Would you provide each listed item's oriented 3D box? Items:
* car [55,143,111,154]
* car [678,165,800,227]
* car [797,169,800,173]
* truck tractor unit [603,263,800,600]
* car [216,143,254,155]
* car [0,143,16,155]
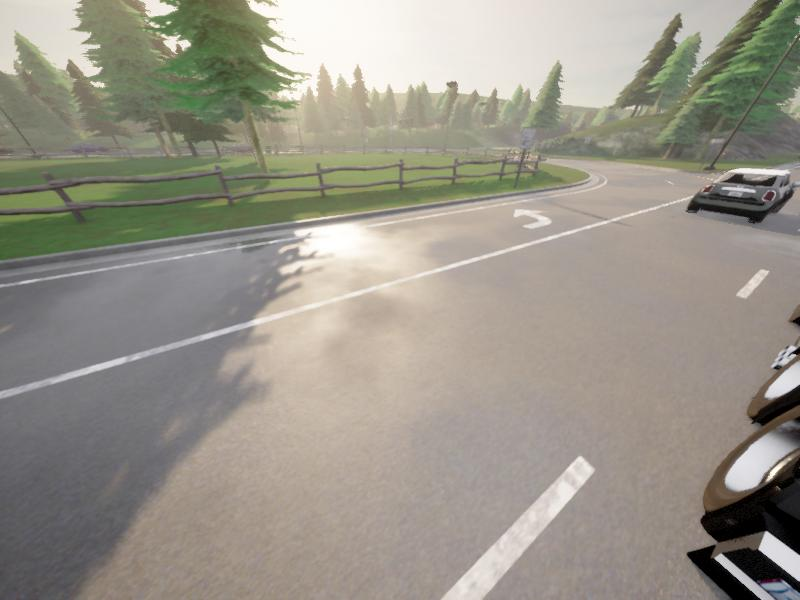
[{"bbox_3d":[-52.620,-25.272,38.505,5.008,1.535,1.882,-18,39,-24],"label":"car"},{"bbox_3d":[12.950,-4.039,8.644,3.806,1.475,1.970,-18,39,-24],"label":"car"},{"bbox_3d":[38.236,-12.276,20.726,4.193,1.474,1.816,-18,39,-24],"label":"car"},{"bbox_3d":[5.110,-0.300,0.792,6.516,4.208,3.053,-18,39,-24],"label":"truck tractor unit"},{"bbox_3d":[-28.401,-26.223,40.024,5.027,1.651,2.152,-18,39,-24],"label":"car"},{"bbox_3d":[-61.906,-22.293,34.088,4.974,1.542,2.038,-18,39,-24],"label":"car"}]
